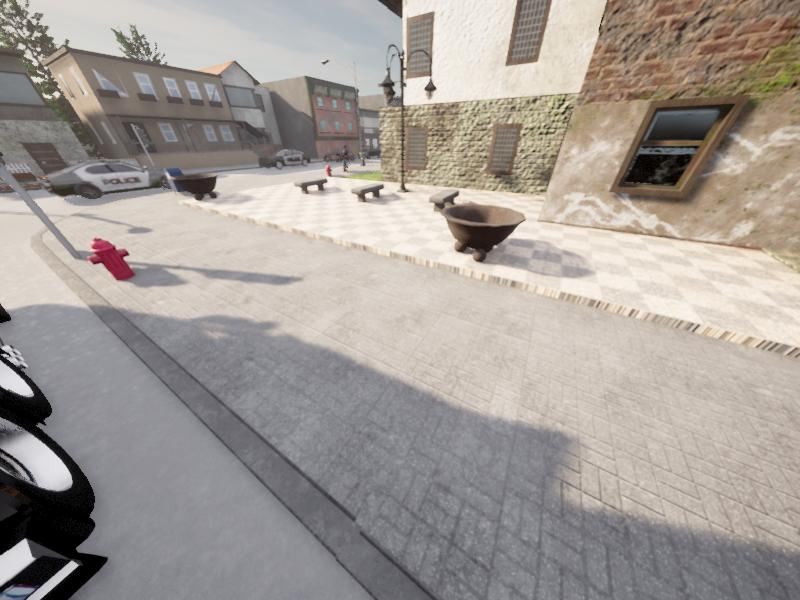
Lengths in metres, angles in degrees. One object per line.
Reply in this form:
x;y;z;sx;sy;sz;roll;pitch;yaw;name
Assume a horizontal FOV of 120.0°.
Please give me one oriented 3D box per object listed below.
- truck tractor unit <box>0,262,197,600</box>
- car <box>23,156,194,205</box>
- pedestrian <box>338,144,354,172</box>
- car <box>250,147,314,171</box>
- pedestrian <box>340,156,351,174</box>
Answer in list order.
-5.107;-0.305;0.783;6.516;4.208;3.053;19;39;24;truck tractor unit
-14.269;-6.306;11.821;2.038;1.542;4.974;19;39;25;car
-4.262;-11.253;18.317;0.751;1.860;0.751;17;39;23;pedestrian
-11.241;-13.900;22.600;1.930;1.638;5.238;18;39;24;car
-4.133;-10.287;17.594;0.500;1.100;0.500;18;39;24;pedestrian
